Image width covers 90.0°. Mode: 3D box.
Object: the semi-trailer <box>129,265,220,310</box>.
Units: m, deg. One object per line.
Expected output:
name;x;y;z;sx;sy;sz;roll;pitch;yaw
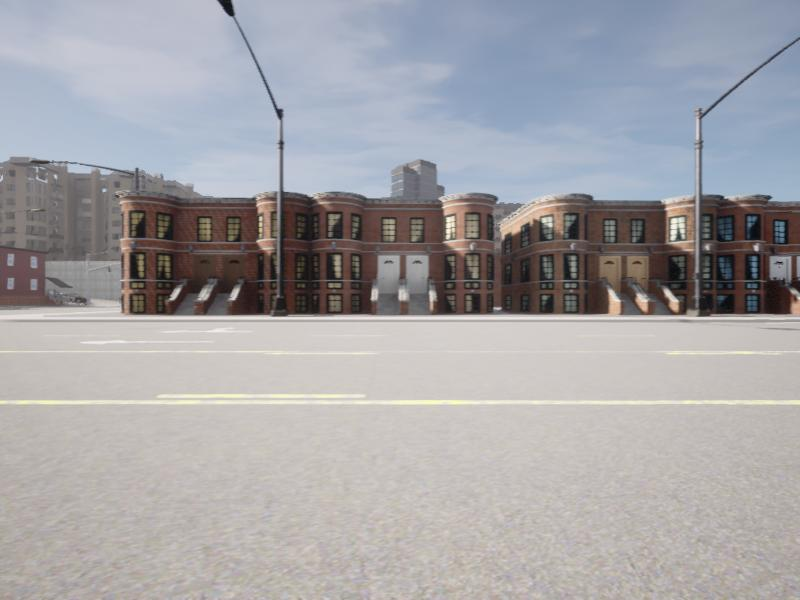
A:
semi-trailer;-25.761;-1.228;47.151;2.717;4.402;14.254;0;0;-1
